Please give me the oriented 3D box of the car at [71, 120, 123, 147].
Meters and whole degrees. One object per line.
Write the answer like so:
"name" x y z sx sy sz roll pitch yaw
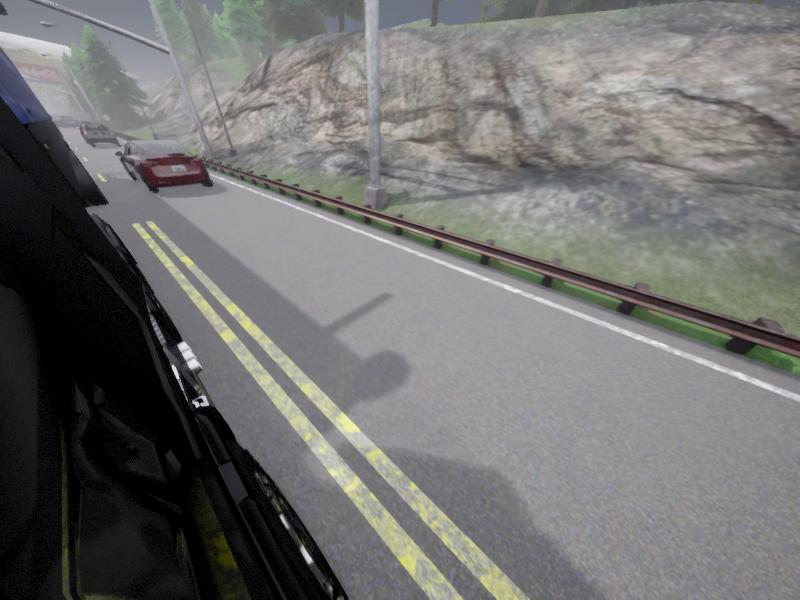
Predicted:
"car" -25.410 -13.959 19.375 3.988 1.617 1.851 28 43 30

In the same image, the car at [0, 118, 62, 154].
"car" -24.929 -10.985 15.408 4.856 1.649 2.033 28 43 30

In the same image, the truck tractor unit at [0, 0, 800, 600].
"truck tractor unit" -2.645 -0.295 0.351 6.516 4.208 3.053 28 44 30

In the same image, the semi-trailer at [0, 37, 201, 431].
"semi-trailer" -8.673 -3.599 4.284 14.254 4.402 2.717 28 44 30

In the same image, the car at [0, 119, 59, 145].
"car" -30.165 -13.707 18.813 4.902 1.511 2.128 28 44 30

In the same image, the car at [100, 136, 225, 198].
"car" -9.342 -5.396 9.063 4.792 1.488 2.163 28 44 30
